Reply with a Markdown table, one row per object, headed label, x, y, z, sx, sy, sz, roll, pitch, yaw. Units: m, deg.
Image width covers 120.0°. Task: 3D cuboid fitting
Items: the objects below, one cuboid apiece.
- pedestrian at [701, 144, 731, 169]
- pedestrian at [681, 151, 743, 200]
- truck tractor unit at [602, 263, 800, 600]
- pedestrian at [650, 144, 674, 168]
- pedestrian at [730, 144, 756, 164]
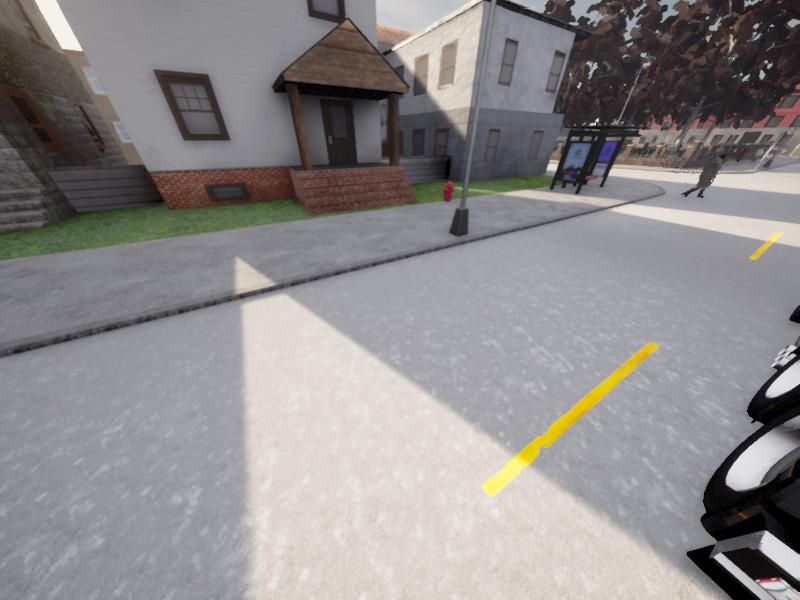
| label | x | y | z | sx | sy | sz | roll | pitch | yaw |
| --- | --- | --- | --- | --- | --- | --- | --- | --- | --- |
| pedestrian | 29.202 | -13.286 | 21.393 | 0.751 | 1.860 | 0.751 | -20 | 40 | -26 |
| pedestrian | 14.206 | -5.718 | 10.621 | 0.751 | 1.860 | 0.751 | 18 | 38 | 23 |
| truck tractor unit | 5.109 | -0.301 | 0.787 | 6.516 | 4.208 | 3.053 | -18 | 39 | -24 |
| pedestrian | 24.609 | -13.543 | 21.734 | 0.751 | 1.860 | 0.751 | -28 | 44 | -34 |
| pedestrian | 39.023 | -16.641 | 26.266 | 0.751 | 1.860 | 0.751 | -18 | 39 | -24 |
